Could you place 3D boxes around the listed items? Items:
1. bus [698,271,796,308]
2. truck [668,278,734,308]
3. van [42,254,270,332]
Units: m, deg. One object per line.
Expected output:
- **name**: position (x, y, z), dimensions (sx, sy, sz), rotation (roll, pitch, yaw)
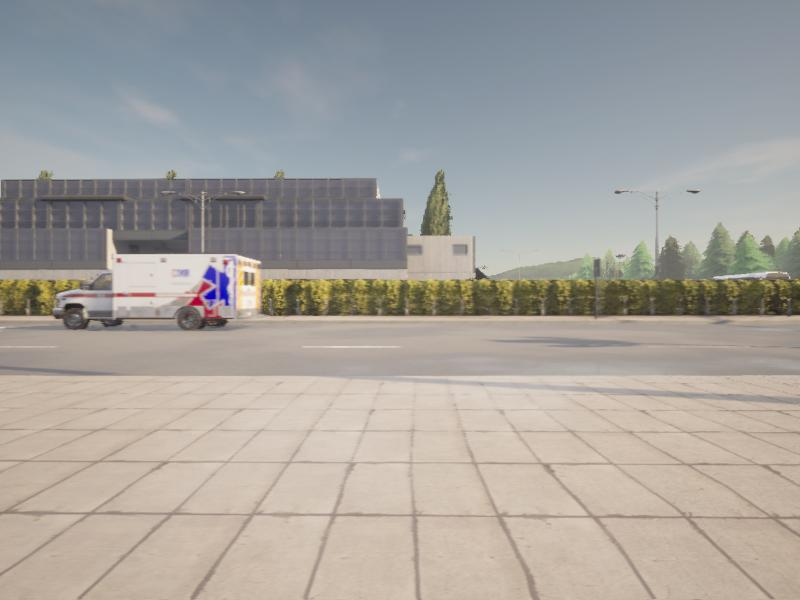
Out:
- **bus**: position (44.606, -1.152, 52.160), dimensions (3.944, 4.253, 10.273), rotation (0, -1, 1)
- **truck**: position (41.274, -0.932, 55.344), dimensions (2.891, 3.827, 8.468), rotation (0, 0, 1)
- **van**: position (-8.038, -0.219, 13.721), dimensions (6.366, 2.431, 2.351), rotation (0, 0, 0)
